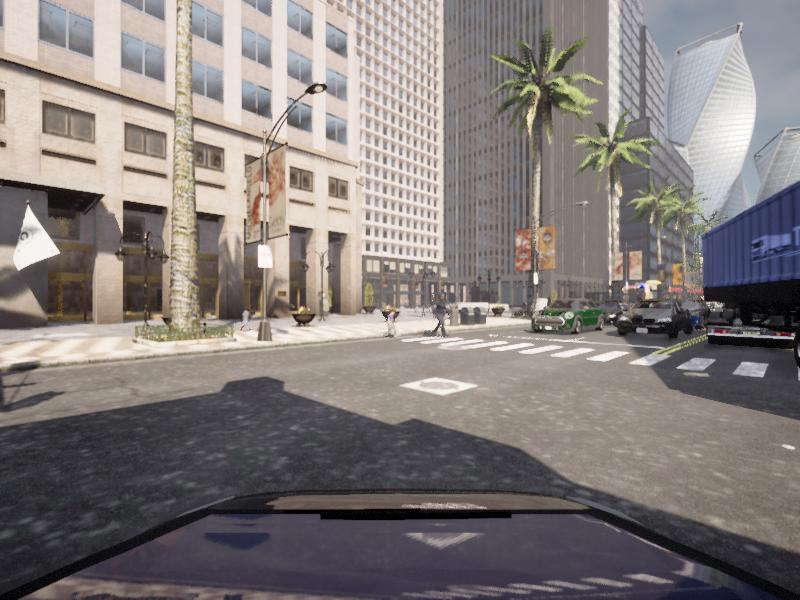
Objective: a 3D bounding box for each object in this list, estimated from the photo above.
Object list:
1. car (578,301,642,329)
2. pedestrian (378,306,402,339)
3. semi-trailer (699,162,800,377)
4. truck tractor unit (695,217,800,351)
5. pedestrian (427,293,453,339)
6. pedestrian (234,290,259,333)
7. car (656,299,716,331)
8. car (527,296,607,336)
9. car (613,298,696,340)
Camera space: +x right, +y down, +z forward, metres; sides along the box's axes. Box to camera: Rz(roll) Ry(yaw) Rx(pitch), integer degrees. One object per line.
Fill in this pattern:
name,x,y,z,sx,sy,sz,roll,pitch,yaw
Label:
car,12.869,0.828,24.344,4.974,1.542,2.038,0,0,-45
pedestrian,-0.412,0.918,16.511,0.751,1.300,0.751,0,0,23
semi-trailer,10.067,-0.628,8.938,2.717,4.402,14.254,-1,-1,26
truck tractor unit,14.046,-0.521,15.686,6.516,4.208,3.053,0,1,-45
pedestrian,1.655,0.638,16.490,0.751,1.860,0.751,0,0,-40
pedestrian,-6.839,0.486,17.815,0.751,1.860,0.751,0,0,39
car,16.570,0.779,23.080,4.856,1.649,2.033,0,0,-45
car,8.408,0.696,19.937,4.553,1.767,2.097,0,0,-45
car,11.707,0.757,18.278,4.611,1.667,2.242,0,0,-45
